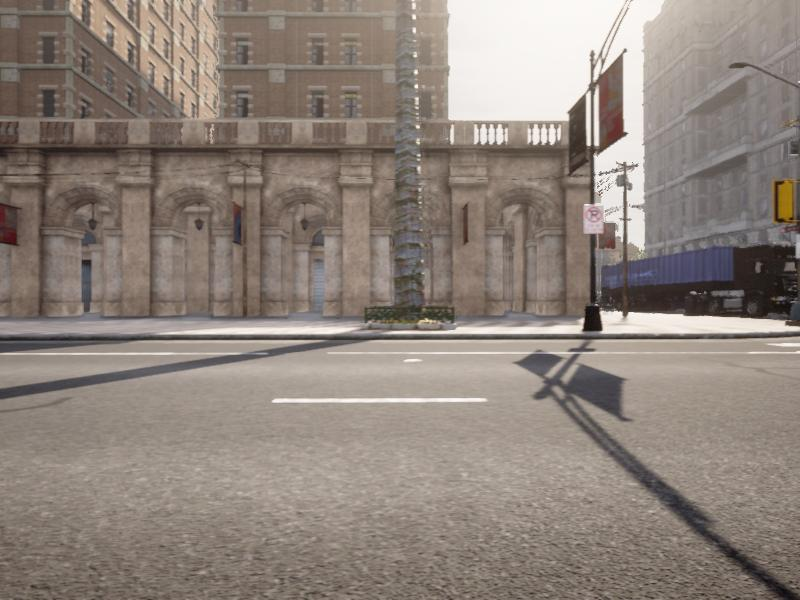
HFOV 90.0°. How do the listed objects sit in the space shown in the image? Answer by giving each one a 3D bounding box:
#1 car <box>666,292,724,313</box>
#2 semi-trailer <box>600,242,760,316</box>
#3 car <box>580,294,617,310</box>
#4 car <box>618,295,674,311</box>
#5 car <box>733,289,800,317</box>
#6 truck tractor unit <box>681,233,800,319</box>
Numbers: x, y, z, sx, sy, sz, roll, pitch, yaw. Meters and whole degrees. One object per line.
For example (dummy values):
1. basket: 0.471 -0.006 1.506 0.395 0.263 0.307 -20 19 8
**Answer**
1. car: 23.193 0.188 31.617 1.845 1.501 3.633 0 0 0
2. semi-trailer: 20.090 -1.250 30.737 2.717 4.402 14.254 0 0 2
3. car: 19.659 0.194 39.741 1.845 1.501 3.633 0 0 0
4. car: 23.138 0.256 37.977 2.033 1.411 5.357 0 0 0
5. car: 23.221 0.162 24.139 1.801 1.575 5.366 0 0 0
6. truck tractor unit: 19.832 -1.155 22.829 3.053 4.208 6.516 0 0 2
